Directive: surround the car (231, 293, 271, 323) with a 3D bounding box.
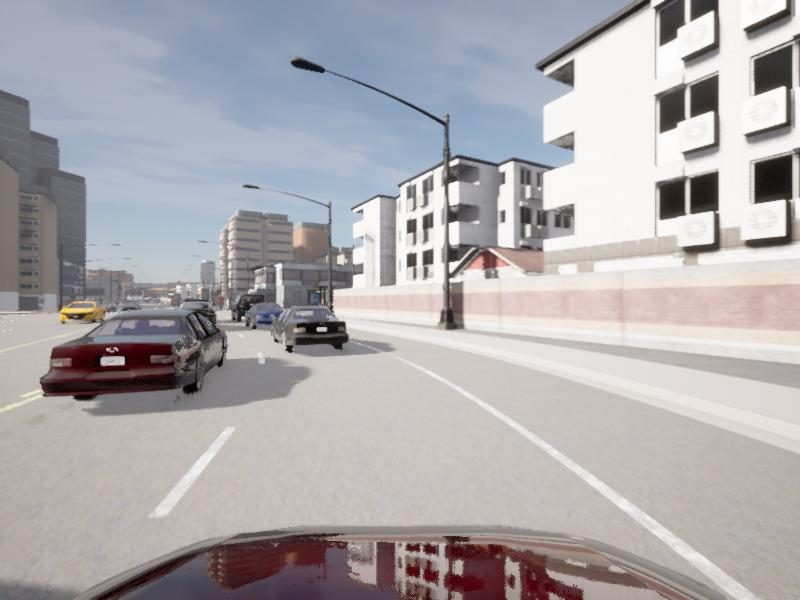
[{"bbox_3d":[-11.293,0.566,30.042,2.150,2.045,5.566,0,0,-28],"label":"car"}]

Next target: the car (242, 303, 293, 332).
[{"bbox_3d":[-7.751,0.892,23.049,2.033,1.411,5.357,0,0,-27],"label":"car"}]

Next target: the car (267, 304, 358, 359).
[{"bbox_3d":[-3.250,0.893,13.796,2.033,1.411,5.357,0,0,-24],"label":"car"}]

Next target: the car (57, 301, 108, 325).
[{"bbox_3d":[-22.157,0.829,28.117,1.882,1.535,5.008,0,0,-28],"label":"car"}]

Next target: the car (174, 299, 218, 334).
[{"bbox_3d":[-11.027,0.772,21.728,1.930,1.638,5.238,0,0,-27],"label":"car"}]

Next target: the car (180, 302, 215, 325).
[{"bbox_3d":[-14.446,0.895,28.527,2.033,1.411,5.357,0,0,-28],"label":"car"}]

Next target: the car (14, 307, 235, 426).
[{"bbox_3d":[-4.686,0.895,7.945,2.033,1.411,5.357,0,0,-16],"label":"car"}]
